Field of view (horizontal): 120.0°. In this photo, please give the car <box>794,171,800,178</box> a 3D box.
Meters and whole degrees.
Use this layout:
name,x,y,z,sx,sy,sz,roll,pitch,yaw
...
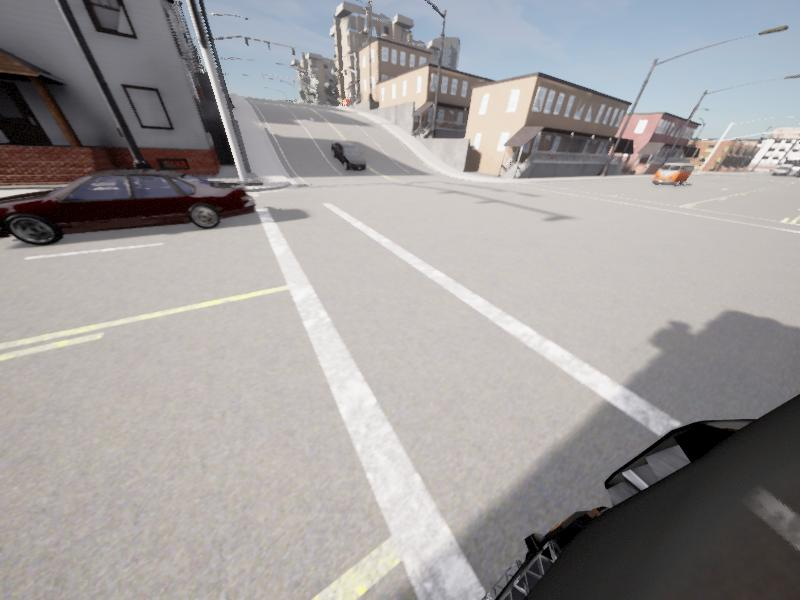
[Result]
name,x,y,z,sx,sy,sz,roll,pitch,yaw
car,96.405,-29.901,54.971,3.988,1.617,1.851,-16,38,-26

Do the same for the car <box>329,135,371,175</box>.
name,x,y,z,sx,sy,sz,roll,pitch,yaw
car,-4.644,-13.235,20.972,1.882,1.535,5.008,-17,54,-27

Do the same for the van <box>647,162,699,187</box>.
name,x,y,z,sx,sy,sz,roll,pitch,yaw
van,27.728,-12.767,23.499,4.442,1.987,1.775,-16,38,-26

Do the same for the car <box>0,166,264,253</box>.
name,x,y,z,sx,sy,sz,roll,pitch,yaw
car,-6.962,-2.662,6.166,5.357,1.411,2.033,-18,39,-28

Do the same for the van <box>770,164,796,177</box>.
name,x,y,z,sx,sy,sz,roll,pitch,yaw
van,95.466,-32.303,57.565,5.915,2.561,1.988,-16,38,-26
